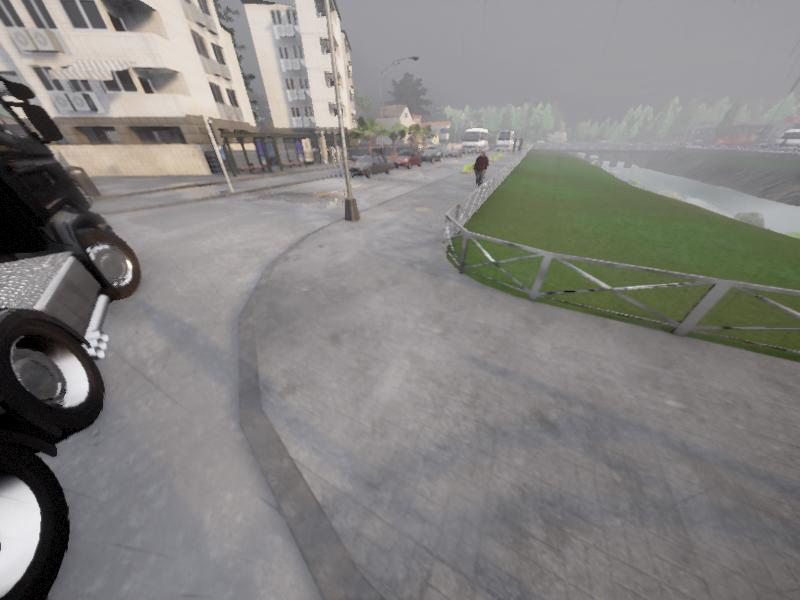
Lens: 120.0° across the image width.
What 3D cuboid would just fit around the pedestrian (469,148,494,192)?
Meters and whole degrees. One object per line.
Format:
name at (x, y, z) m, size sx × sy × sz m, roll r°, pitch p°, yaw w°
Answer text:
pedestrian at (4.144, -6.657, 11.842) m, size 0.751 × 1.860 × 0.751 m, roll 16°, pitch 38°, yaw 22°

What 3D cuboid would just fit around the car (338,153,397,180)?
car at (-2.333, -10.774, 18.495) m, size 2.033 × 1.411 × 5.357 m, roll 15°, pitch 38°, yaw 21°

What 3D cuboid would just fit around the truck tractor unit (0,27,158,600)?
truck tractor unit at (-4.676, -0.591, 1.221) m, size 3.053 × 4.208 × 6.516 m, roll -26°, pitch 42°, yaw -31°

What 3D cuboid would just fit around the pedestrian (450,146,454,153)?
pedestrian at (11.572, -33.473, 51.266) m, size 0.751 × 1.300 × 0.751 m, roll 11°, pitch 36°, yaw 16°

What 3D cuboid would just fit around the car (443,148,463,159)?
car at (8.463, -23.248, 36.566) m, size 1.994 × 1.385 × 4.181 m, roll 15°, pitch 37°, yaw 20°

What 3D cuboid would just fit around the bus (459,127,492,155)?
bus at (15.736, -32.664, 47.662) m, size 3.944 × 4.253 × 10.273 m, roll 15°, pitch 37°, yaw 21°

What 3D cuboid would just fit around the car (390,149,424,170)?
car at (0.774, -14.452, 23.630) m, size 1.851 × 1.617 × 3.988 m, roll 15°, pitch 38°, yaw 21°

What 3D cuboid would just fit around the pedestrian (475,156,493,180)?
pedestrian at (5.725, -8.992, 15.715) m, size 0.751 × 1.300 × 0.751 m, roll 18°, pitch 39°, yaw 25°

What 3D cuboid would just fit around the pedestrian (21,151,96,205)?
pedestrian at (-14.081, -5.063, 9.620) m, size 0.751 × 1.860 × 0.751 m, roll -17°, pitch 38°, yaw -23°

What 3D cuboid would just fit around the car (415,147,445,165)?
car at (3.813, -17.973, 28.694) m, size 1.930 × 1.638 × 5.238 m, roll 15°, pitch 38°, yaw 21°

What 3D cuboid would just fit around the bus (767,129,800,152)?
bus at (91.868, -36.234, 52.386) m, size 3.944 × 4.253 × 10.273 m, roll 15°, pitch 37°, yaw 21°

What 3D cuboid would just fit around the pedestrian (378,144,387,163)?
pedestrian at (-2.070, -17.625, 27.804) m, size 0.751 × 1.860 × 0.751 m, roll 14°, pitch 37°, yaw 19°

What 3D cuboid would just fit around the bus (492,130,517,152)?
bus at (27.169, -41.049, 59.756) m, size 3.944 × 4.253 × 10.273 m, roll 15°, pitch 38°, yaw 21°
